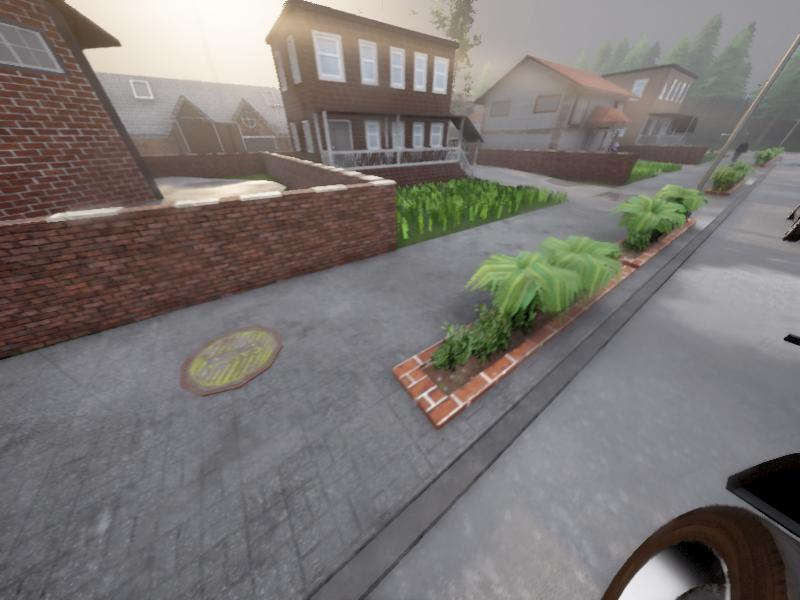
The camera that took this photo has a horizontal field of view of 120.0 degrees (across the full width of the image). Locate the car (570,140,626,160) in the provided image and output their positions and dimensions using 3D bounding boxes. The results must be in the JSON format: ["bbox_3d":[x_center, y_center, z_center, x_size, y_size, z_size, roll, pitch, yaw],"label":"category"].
[{"bbox_3d":[19.920,-15.222,23.392,1.845,1.501,3.633,-22,41,-28],"label":"car"}]

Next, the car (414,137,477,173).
[{"bbox_3d":[3.104,-10.094,15.973,3.866,1.878,1.905,-22,41,-28],"label":"car"}]

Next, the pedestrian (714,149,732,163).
[{"bbox_3d":[29.811,-13.282,21.325,0.500,1.100,0.500,-22,41,-28],"label":"pedestrian"}]

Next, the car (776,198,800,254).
[{"bbox_3d":[11.786,-2.323,5.687,5.238,1.638,1.930,-22,41,-28],"label":"car"}]

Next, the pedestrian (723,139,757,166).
[{"bbox_3d":[28.112,-12.196,19.139,0.751,1.860,0.751,-26,42,-31],"label":"pedestrian"}]
